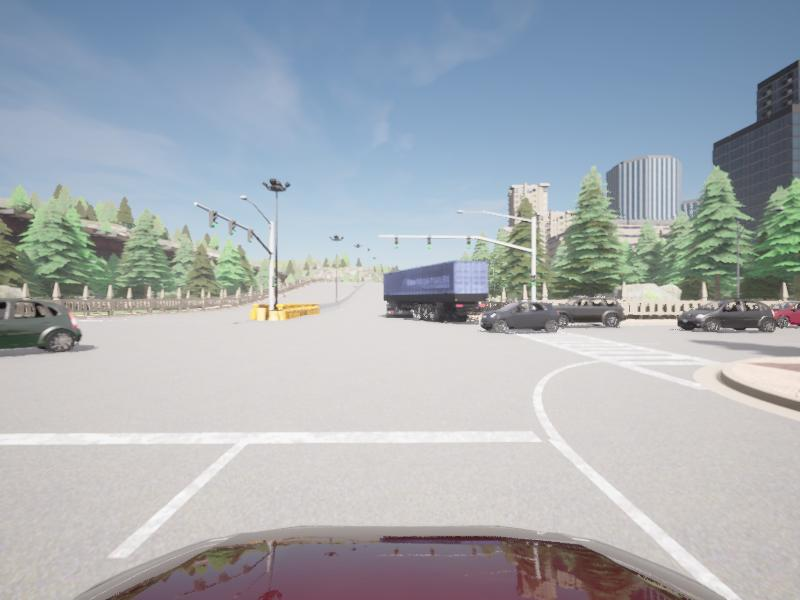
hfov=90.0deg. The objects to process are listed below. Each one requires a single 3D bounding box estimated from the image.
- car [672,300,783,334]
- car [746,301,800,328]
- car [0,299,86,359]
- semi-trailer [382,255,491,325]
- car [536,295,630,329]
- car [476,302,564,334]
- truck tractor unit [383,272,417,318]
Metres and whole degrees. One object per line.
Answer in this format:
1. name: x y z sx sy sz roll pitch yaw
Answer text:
1. car: 16.164 0.798 19.899 3.988 1.617 1.851 0 0 0
2. car: 22.866 0.839 23.433 3.633 1.501 1.845 0 0 0
3. car: -11.579 0.793 11.243 1.851 1.617 3.988 0 0 37
4. semi-trailer: 2.116 -0.613 32.269 2.717 4.402 14.254 -1 0 -21
5. car: 10.613 0.666 23.405 4.605 1.855 1.932 1 0 0
6. car: 5.763 0.837 19.477 3.633 1.501 1.845 0 0 -6
7. truck tractor unit: -0.023 -0.506 39.802 3.053 4.208 6.516 0 0 -1
